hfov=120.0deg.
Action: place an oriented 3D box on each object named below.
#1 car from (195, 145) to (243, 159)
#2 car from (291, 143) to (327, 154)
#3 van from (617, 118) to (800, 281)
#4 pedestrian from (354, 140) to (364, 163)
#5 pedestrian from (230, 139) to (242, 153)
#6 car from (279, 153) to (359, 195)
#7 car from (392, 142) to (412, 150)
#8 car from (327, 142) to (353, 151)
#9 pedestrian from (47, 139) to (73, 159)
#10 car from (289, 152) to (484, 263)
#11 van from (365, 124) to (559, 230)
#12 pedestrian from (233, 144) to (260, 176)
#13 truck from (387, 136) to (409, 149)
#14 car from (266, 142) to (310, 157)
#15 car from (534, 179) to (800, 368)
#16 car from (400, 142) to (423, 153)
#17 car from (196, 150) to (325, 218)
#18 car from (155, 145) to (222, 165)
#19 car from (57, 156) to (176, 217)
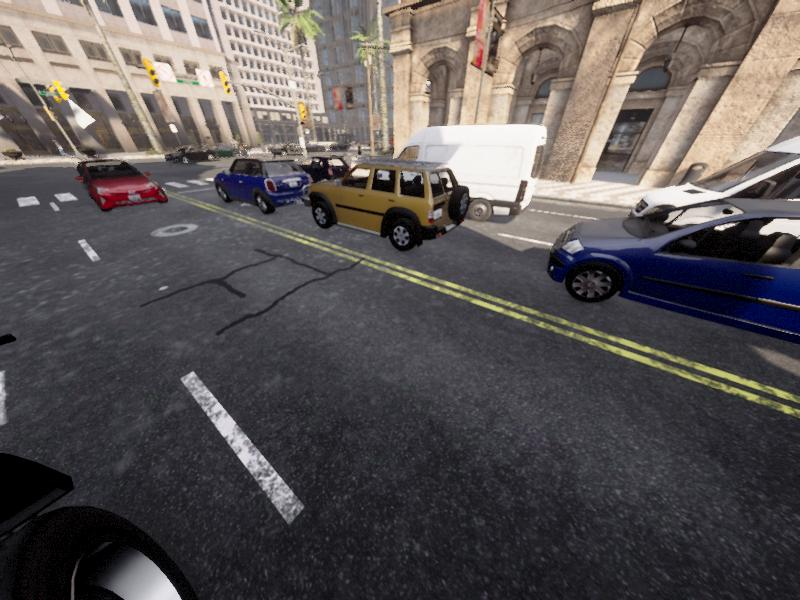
[{"bbox_3d":[-23.237,-19.140,29.802,1.994,1.385,4.181,22,41,28],"label":"car"},{"bbox_3d":[-15.233,-25.606,39.019,2.033,1.411,5.357,22,41,28],"label":"car"},{"bbox_3d":[8.561,-1.824,4.365,5.915,2.561,1.988,22,41,28],"label":"van"},{"bbox_3d":[-3.911,-14.313,22.324,0.751,1.860,0.751,-6,36,-8],"label":"pedestrian"},{"bbox_3d":[-24.874,-23.419,35.141,0.751,1.860,0.751,-8,36,-11],"label":"pedestrian"},{"bbox_3d":[-4.161,-6.598,11.950,3.633,1.501,1.845,22,41,28],"label":"car"},{"bbox_3d":[0.464,-34.797,52.107,2.163,1.488,4.792,23,41,28],"label":"car"},{"bbox_3d":[-12.153,-31.288,47.042,2.163,1.488,4.792,22,41,28],"label":"car"},{"bbox_3d":[-37.589,-16.716,25.536,0.751,1.860,0.751,20,40,26],"label":"pedestrian"},{"bbox_3d":[-0.519,-2.801,6.272,4.605,1.855,1.932,22,41,28],"label":"car"},{"bbox_3d":[1.709,-4.628,8.311,5.915,2.561,1.988,22,41,28],"label":"van"},{"bbox_3d":[-10.519,-9.618,15.876,0.751,1.860,0.751,23,41,29],"label":"pedestrian"},{"bbox_3d":[-0.500,-37.897,55.642,2.627,2.467,5.204,23,41,28],"label":"truck"},{"bbox_3d":[-15.922,-21.674,33.212,1.930,1.638,5.238,22,41,28],"label":"car"},{"bbox_3d":[4.604,-0.595,3.403,3.988,1.617,1.851,22,41,28],"label":"car"},{"bbox_3d":[2.197,-29.280,44.229,2.038,1.542,4.974,22,41,28],"label":"car"},{"bbox_3d":[-5.478,-4.776,9.123,4.553,1.767,2.097,22,41,28],"label":"car"},{"bbox_3d":[-21.814,-15.207,24.113,1.837,1.490,4.892,8,36,12],"label":"car"},{"bbox_3d":[-11.351,-4.728,9.251,4.514,1.525,2.007,24,41,29],"label":"car"}]
